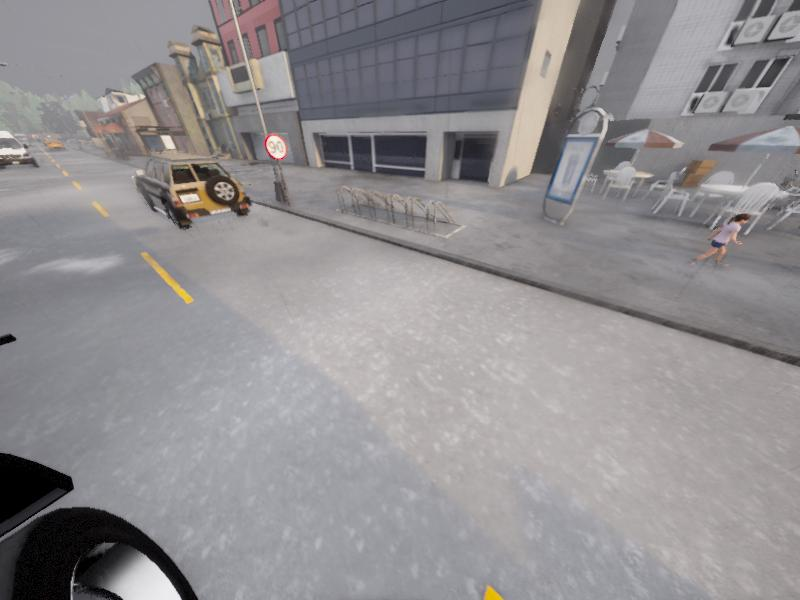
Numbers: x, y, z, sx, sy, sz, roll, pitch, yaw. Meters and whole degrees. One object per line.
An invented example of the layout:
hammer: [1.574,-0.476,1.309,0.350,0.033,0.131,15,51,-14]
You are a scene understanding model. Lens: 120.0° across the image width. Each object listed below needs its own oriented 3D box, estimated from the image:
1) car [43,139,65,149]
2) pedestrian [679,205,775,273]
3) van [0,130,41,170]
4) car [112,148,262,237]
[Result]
car: [-70.676,-31.854,47.203,5.008,1.535,1.882,24,41,30]
pedestrian: [6.184,-1.172,4.456,0.500,1.100,0.500,22,40,27]
van: [-33.521,-12.894,19.730,5.915,2.561,1.988,24,41,30]
car: [-6.937,-3.734,7.529,4.605,1.855,1.932,24,42,29]
